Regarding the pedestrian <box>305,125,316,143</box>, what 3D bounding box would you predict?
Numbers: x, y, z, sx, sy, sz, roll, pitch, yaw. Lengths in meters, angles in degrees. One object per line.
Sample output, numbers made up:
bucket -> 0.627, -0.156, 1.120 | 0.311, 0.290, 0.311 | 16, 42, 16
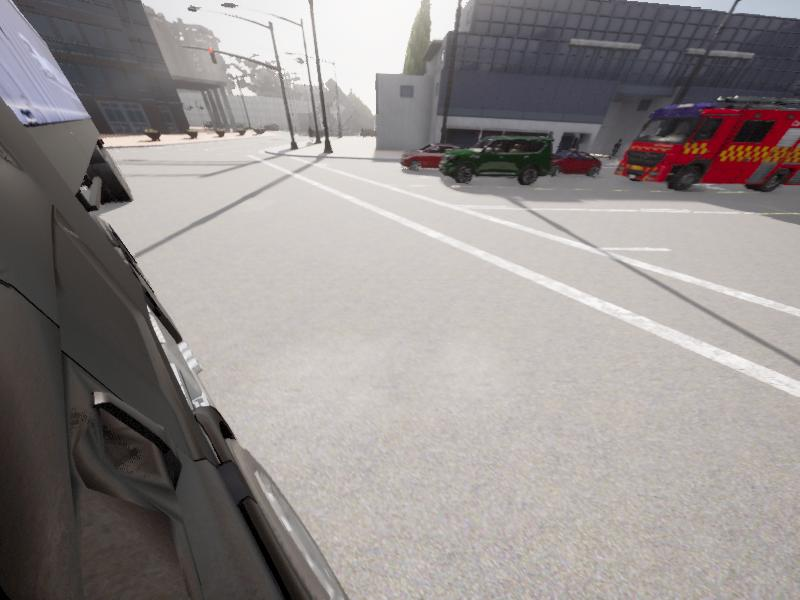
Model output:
pedestrian -> -11.362, -21.155, 29.433 | 0.751, 1.860, 0.751 | 1, 37, -2

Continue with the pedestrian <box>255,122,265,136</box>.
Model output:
pedestrian -> -23.787, -29.016, 39.139 | 0.751, 1.860, 0.751 | 0, 37, -4

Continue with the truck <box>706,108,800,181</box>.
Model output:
truck -> 28.009, -10.491, 15.766 | 8.468, 3.827, 2.891 | -1, 37, -3

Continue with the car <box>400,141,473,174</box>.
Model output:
car -> 2.160, -9.136, 14.791 | 4.193, 1.474, 1.816 | 0, 37, -4

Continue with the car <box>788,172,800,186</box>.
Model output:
car -> 26.969, -7.386, 13.584 | 4.674, 1.442, 1.812 | -1, 37, -3

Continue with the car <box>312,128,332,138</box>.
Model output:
car -> -15.537, -33.432, 46.204 | 1.837, 1.490, 4.892 | 7, 37, 5

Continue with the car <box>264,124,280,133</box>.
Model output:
car -> -34.794, -46.636, 62.745 | 2.152, 1.651, 5.027 | -27, 46, -34

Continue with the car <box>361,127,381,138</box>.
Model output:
car -> -7.064, -41.157, 56.803 | 4.605, 1.855, 1.932 | -18, 42, -25

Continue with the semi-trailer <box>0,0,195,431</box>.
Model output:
semi-trailer -> -8.348, -3.821, 4.545 | 2.717, 4.402, 14.254 | -30, 48, -35

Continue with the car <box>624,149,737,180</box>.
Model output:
car -> 19.062, -9.370, 15.921 | 4.974, 1.542, 2.038 | -1, 37, -3

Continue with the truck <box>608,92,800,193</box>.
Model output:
truck -> 17.203, -8.098, 12.241 | 8.468, 3.827, 2.891 | -1, 37, -3

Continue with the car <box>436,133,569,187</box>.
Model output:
car -> 4.921, -7.260, 11.955 | 5.566, 2.045, 2.150 | 1, 37, -2

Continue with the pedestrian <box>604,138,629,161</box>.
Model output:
pedestrian -> 21.477, -14.981, 22.965 | 0.751, 1.860, 0.751 | 3, 37, 1

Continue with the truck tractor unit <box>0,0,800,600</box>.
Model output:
truck tractor unit -> -2.645, -0.295, 0.352 | 6.516, 4.208, 3.053 | 28, 44, 30

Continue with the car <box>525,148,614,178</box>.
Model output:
car -> 11.145, -9.175, 15.464 | 4.181, 1.385, 1.994 | 0, 36, -3
